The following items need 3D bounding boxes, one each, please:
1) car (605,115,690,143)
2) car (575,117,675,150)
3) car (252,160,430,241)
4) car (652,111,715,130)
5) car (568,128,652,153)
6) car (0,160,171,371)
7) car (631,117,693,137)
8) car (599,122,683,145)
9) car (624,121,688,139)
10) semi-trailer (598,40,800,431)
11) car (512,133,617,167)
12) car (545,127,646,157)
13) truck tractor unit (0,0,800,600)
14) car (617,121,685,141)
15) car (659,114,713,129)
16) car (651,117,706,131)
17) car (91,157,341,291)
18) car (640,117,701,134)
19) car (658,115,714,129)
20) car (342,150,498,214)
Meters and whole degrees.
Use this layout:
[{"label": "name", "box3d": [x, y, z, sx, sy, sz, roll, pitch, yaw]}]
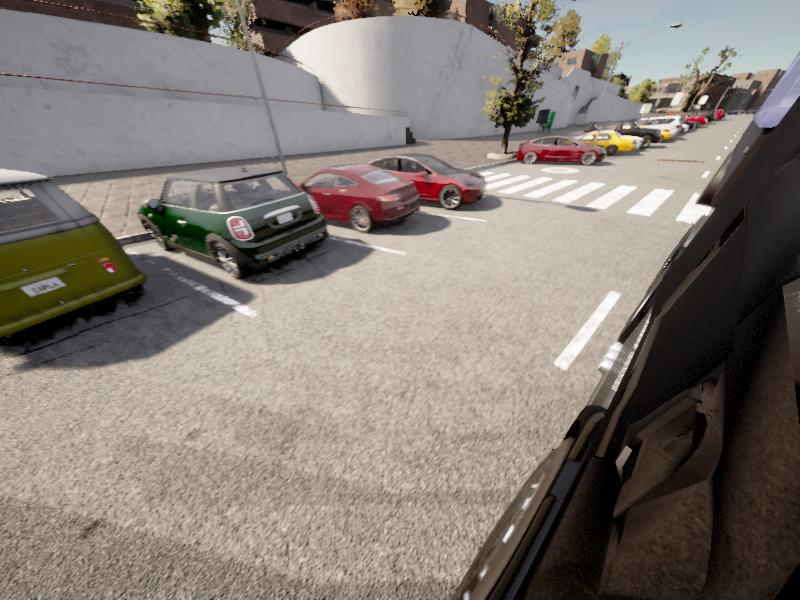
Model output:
[{"label": "car", "box3d": [25.817, -18.109, 24.553, 5.566, 2.045, 2.435, 17, 41, 25]}, {"label": "car", "box3d": [18.984, -14.382, 20.072, 5.566, 2.045, 2.435, 17, 40, 25]}, {"label": "car", "box3d": [-1.694, -3.134, 6.763, 4.674, 1.452, 2.002, 17, 41, 25]}, {"label": "car", "box3d": [44.221, -28.144, 36.328, 5.566, 2.045, 2.435, 17, 41, 25]}, {"label": "car", "box3d": [16.670, -12.926, 18.759, 4.674, 1.452, 2.002, 17, 40, 25]}, {"label": "car", "box3d": [-6.372, -0.950, 3.678, 4.442, 1.987, 1.878, 17, 41, 25]}, {"label": "car", "box3d": [32.708, -21.762, 29.070, 4.553, 1.767, 2.185, 17, 41, 25]}, {"label": "car", "box3d": [23.719, -16.614, 23.127, 5.366, 1.575, 1.946, 17, 41, 25]}, {"label": "car", "box3d": [30.451, -20.367, 27.684, 4.674, 1.452, 2.002, 17, 41, 25]}, {"label": "semi-trailer", "box3d": [8.695, -3.597, 4.247, 14.254, 4.402, 2.717, -28, 44, -30]}, {"label": "car", "box3d": [9.809, -9.251, 14.246, 4.792, 1.488, 2.163, 17, 40, 25]}, {"label": "car", "box3d": [14.211, -11.775, 17.309, 5.366, 1.575, 1.946, 17, 41, 25]}, {"label": "truck tractor unit", "box3d": [2.645, -0.295, 0.351, 6.516, 4.208, 3.053, -28, 44, -30]}, {"label": "car", "box3d": [28.123, -19.129, 26.200, 4.792, 1.488, 2.163, 17, 41, 25]}, {"label": "car", "box3d": [48.630, -30.507, 39.506, 5.366, 1.575, 1.946, 17, 41, 25]}, {"label": "car", "box3d": [41.943, -26.659, 35.022, 4.792, 1.488, 2.163, 17, 41, 25]}, {"label": "car", "box3d": [-3.958, -2.046, 5.165, 4.553, 1.767, 2.185, 17, 41, 25]}, {"label": "car", "box3d": [37.332, -24.163, 32.070, 5.008, 1.535, 2.097, 17, 42, 25]}, {"label": "car", "box3d": [46.664, -29.160, 37.877, 5.366, 1.575, 1.946, 17, 41, 25]}, {"label": "car", "box3d": [0.628, -4.362, 8.251, 4.792, 1.488, 2.163, 17, 40, 25]}]
